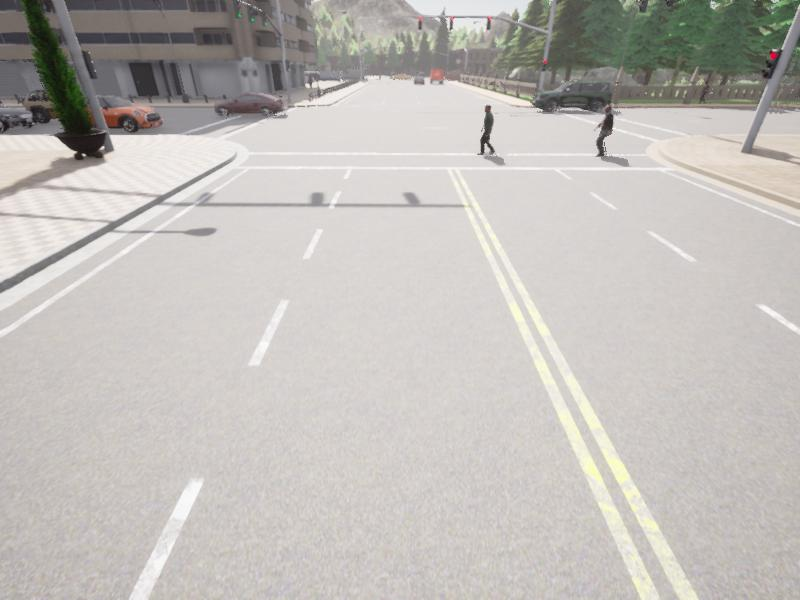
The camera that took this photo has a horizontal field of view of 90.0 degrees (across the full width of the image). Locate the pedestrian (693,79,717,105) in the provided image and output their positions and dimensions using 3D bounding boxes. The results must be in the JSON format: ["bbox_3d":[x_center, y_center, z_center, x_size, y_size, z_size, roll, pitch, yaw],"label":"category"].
[{"bbox_3d":[25.061,-17.095,32.934,0.751,1.860,0.751,1,30,1],"label":"pedestrian"}]

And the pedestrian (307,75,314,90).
[{"bbox_3d":[-12.412,-30.219,55.524,0.751,1.860,0.751,-4,31,-7],"label":"pedestrian"}]

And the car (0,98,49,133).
[{"bbox_3d":[-22.214,-9.832,21.241,4.902,1.511,2.128,0,30,0],"label":"car"}]

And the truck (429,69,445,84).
[{"bbox_3d":[7.177,-43.993,78.824,2.627,2.467,5.204,0,30,0],"label":"truck"}]

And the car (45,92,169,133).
[{"bbox_3d":[-15.263,-9.923,21.110,4.553,1.767,2.097,0,30,1],"label":"car"}]

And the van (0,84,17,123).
[{"bbox_3d":[-26.733,-11.842,24.159,4.480,2.038,2.069,0,30,0],"label":"van"}]

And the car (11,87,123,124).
[{"bbox_3d":[-19.944,-11.749,24.155,4.605,1.855,1.932,0,30,0],"label":"car"}]

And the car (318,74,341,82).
[{"bbox_3d":[-15.665,-49.514,89.309,4.674,1.442,1.812,1,30,1],"label":"car"}]

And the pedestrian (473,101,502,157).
[{"bbox_3d":[3.285,-6.440,15.117,0.751,1.860,0.751,1,30,1],"label":"pedestrian"}]

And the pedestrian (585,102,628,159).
[{"bbox_3d":[7.631,-6.290,14.872,0.751,1.860,0.751,-1,30,-2],"label":"pedestrian"}]

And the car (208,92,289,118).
[{"bbox_3d":[-10.197,-13.293,27.218,4.674,1.442,1.812,0,30,0],"label":"car"}]

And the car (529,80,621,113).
[{"bbox_3d":[12.908,-15.219,29.906,5.566,2.045,2.150,1,30,1],"label":"car"}]

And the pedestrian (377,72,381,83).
[{"bbox_3d":[-4.436,-47.527,85.439,0.751,1.860,0.751,1,30,1],"label":"pedestrian"}]
